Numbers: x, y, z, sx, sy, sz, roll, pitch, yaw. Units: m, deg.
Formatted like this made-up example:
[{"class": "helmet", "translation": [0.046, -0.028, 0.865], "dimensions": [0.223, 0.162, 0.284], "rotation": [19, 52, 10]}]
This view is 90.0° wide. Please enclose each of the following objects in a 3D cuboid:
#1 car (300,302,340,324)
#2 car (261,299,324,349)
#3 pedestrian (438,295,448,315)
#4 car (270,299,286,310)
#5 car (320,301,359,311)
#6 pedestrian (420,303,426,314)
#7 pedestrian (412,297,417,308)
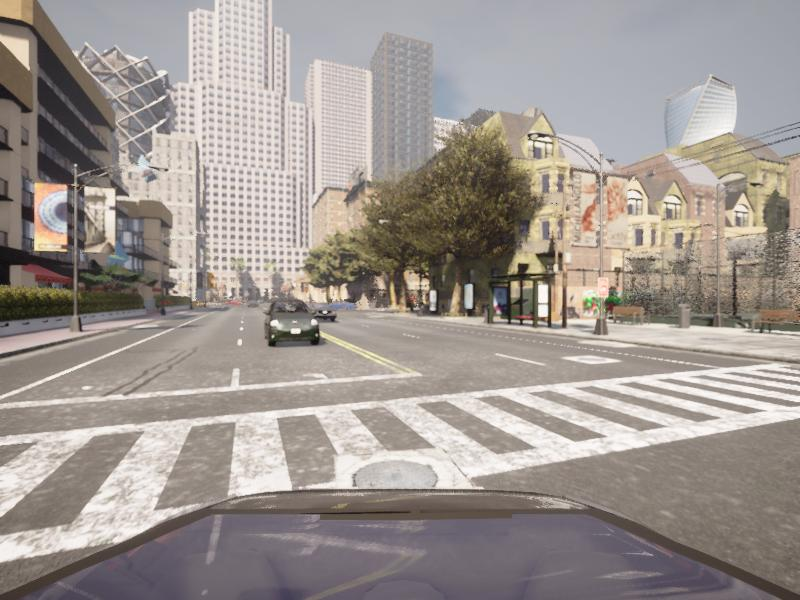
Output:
[{"class": "car", "translation": [-6.004, 0.875, 29.469], "dimensions": [2.033, 1.411, 5.357], "rotation": [0, 0, -21]}, {"class": "car", "translation": [-4.154, 0.778, 15.027], "dimensions": [1.851, 1.617, 3.988], "rotation": [0, 0, -21]}, {"class": "pedestrian", "translation": [3.919, 0.458, 36.481], "dimensions": [0.751, 1.860, 0.751], "rotation": [0, 0, -14]}, {"class": "car", "translation": [-20.011, 0.735, 65.510], "dimensions": [2.033, 1.649, 4.856], "rotation": [0, 0, -21]}, {"class": "car", "translation": [-9.111, 0.853, 60.421], "dimensions": [5.357, 1.411, 2.033], "rotation": [0, 0, 9]}, {"class": "pedestrian", "translation": [2.291, 0.836, 40.178], "dimensions": [0.500, 1.100, 0.500], "rotation": [0, 0, -15]}, {"class": "pedestrian", "translation": [2.612, 0.434, 71.008], "dimensions": [0.751, 1.860, 0.751], "rotation": [0, 0, -15]}]
